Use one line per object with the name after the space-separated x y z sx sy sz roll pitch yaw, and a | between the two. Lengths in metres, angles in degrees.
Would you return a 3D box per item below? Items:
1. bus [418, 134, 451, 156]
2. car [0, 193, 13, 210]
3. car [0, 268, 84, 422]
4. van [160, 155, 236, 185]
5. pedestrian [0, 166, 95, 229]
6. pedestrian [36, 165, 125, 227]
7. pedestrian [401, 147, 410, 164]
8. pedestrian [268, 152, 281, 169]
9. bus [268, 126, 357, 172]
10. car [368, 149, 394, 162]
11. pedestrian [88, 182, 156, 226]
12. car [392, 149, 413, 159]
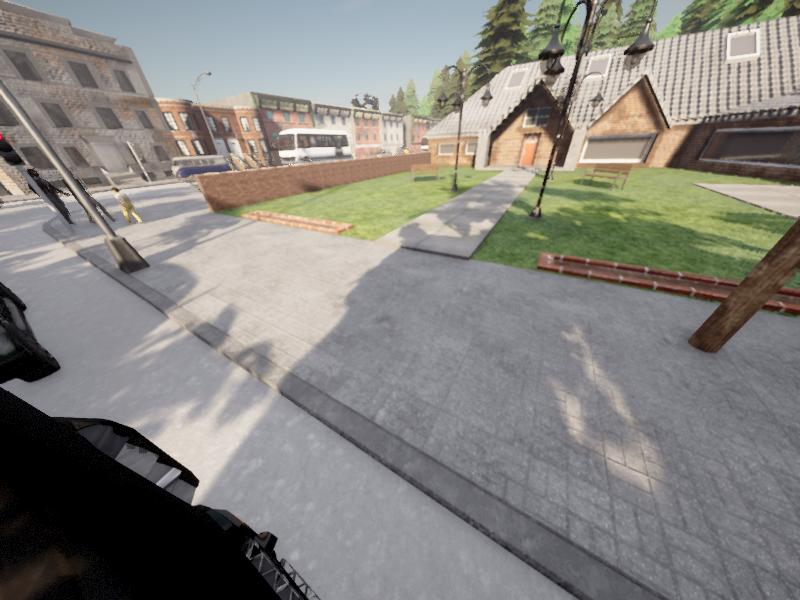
8.692 -38.547 57.458 3.944 4.253 10.273 17 38 26 | bus
-23.143 -4.907 11.340 1.845 1.501 3.633 6 35 12 | car
-5.923 0.218 2.483 3.988 1.617 1.851 17 38 26 | car
-18.066 -11.869 21.001 1.775 1.987 4.442 17 38 26 | van
-12.069 -3.535 8.019 0.751 1.860 0.751 -9 34 -9 | pedestrian
-10.959 -3.601 8.046 0.751 1.860 0.751 -3 34 0 | pedestrian
0.727 -18.447 29.477 0.751 1.860 0.751 16 38 25 | pedestrian
-17.177 -19.114 31.650 0.751 1.860 0.751 10 36 18 | pedestrian
-10.781 -19.821 30.370 3.944 4.253 10.273 17 38 26 | bus
-3.371 -26.033 41.476 2.242 1.667 4.611 17 39 26 | car
-9.665 -3.364 8.110 0.751 1.300 0.751 3 34 8 | pedestrian
0.579 -29.786 47.005 2.163 1.488 4.792 17 38 26 | car
